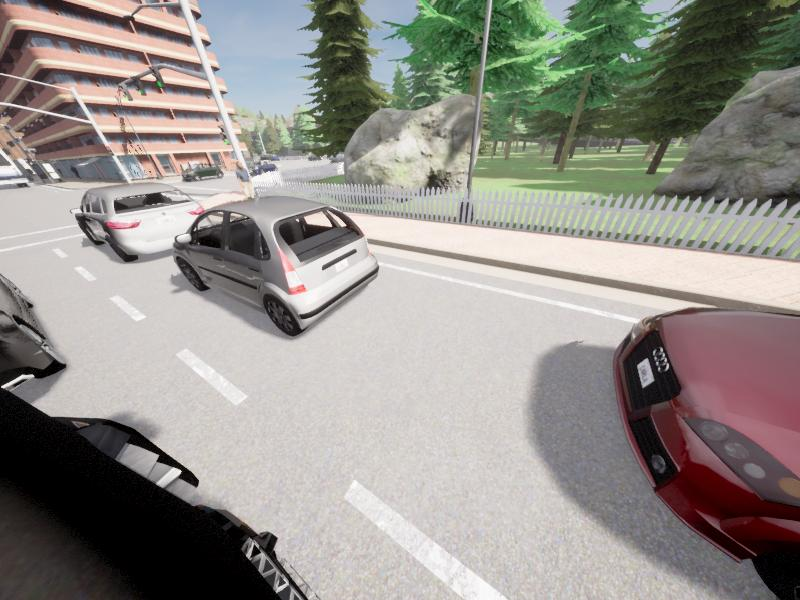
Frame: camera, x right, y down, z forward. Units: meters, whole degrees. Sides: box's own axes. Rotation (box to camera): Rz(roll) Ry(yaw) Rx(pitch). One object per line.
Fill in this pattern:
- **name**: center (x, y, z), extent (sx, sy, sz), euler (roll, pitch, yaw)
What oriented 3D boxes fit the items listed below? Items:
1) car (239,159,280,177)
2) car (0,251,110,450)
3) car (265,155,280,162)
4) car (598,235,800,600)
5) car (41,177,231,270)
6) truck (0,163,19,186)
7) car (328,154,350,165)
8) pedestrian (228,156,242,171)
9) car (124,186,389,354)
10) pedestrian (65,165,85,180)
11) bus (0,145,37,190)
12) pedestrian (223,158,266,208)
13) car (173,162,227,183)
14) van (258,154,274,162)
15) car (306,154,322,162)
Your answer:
- **car**: center (-16.471, -15.685, 27.412), extent (1.970, 1.475, 3.806), euler (4, 34, 10)
- **car**: center (-6.015, 0.307, 2.586), extent (4.902, 1.511, 2.128), euler (16, 38, 27)
- **car**: center (-40.060, -44.602, 72.785), extent (4.193, 1.474, 1.816), euler (17, 38, 27)
- **car**: center (3.740, 0.999, 0.917), extent (4.181, 1.385, 1.994), euler (18, 39, 28)
- **car**: center (-7.775, -2.548, 6.878), extent (4.611, 1.667, 2.242), euler (17, 38, 27)
- **truck**: center (-60.299, -18.905, 33.628), extent (8.468, 3.827, 2.891), euler (16, 38, 27)
- **car**: center (-10.982, -25.597, 41.990), extent (2.033, 1.411, 5.357), euler (1, 34, 5)
- **pedestrian**: center (-24.661, -20.469, 34.585), extent (0.751, 1.860, 0.751), euler (3, 34, 9)
- **car**: center (-2.423, -0.929, 4.082), extent (3.988, 1.617, 1.851), euler (16, 38, 27)
- **pedestrian**: center (-46.479, -18.277, 33.076), extent (0.751, 1.860, 0.751), euler (16, 38, 26)
- **bus**: center (-49.466, -15.801, 27.736), extent (10.273, 4.253, 3.944), euler (16, 38, 27)
- **pedestrian**: center (-6.897, -5.210, 10.328), extent (0.751, 1.860, 0.751), euler (17, 38, 27)
- **car**: center (-21.156, -13.661, 24.658), extent (1.789, 1.549, 3.705), euler (9, 35, 17)
- **van**: center (-40.264, -42.607, 69.341), extent (4.442, 1.987, 1.775), euler (17, 38, 27)
- **car**: center (-21.341, -35.168, 57.110), extent (1.837, 1.490, 4.892), euler (-26, 40, -31)
